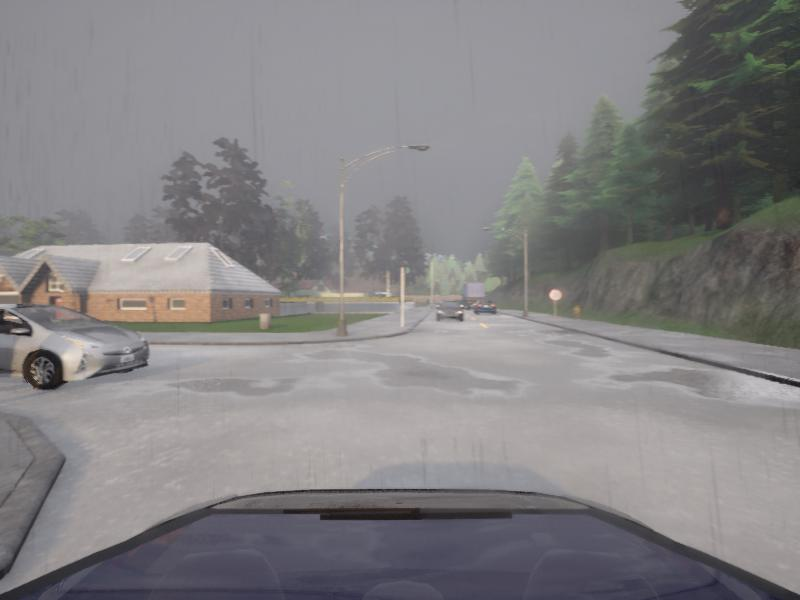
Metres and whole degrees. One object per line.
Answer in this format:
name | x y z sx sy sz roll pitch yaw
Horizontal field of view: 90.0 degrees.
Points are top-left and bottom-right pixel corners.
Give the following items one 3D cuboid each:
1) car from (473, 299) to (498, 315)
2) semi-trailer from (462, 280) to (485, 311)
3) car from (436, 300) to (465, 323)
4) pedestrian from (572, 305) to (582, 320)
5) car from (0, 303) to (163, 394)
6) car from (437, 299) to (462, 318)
car | 9.465 0.727 44.695 2.242 1.667 4.611 0 0 7
semi-trailer | 11.817 -0.657 65.121 2.717 4.402 14.254 0 0 7
car | 3.799 0.811 30.468 2.038 1.542 4.974 0 0 7
pedestrian | 12.722 0.879 28.751 0.500 1.100 0.500 0 0 11
car | -7.570 0.844 8.063 4.514 1.525 2.007 0 0 6
car | 4.613 0.763 37.524 2.152 1.651 5.027 0 0 7
